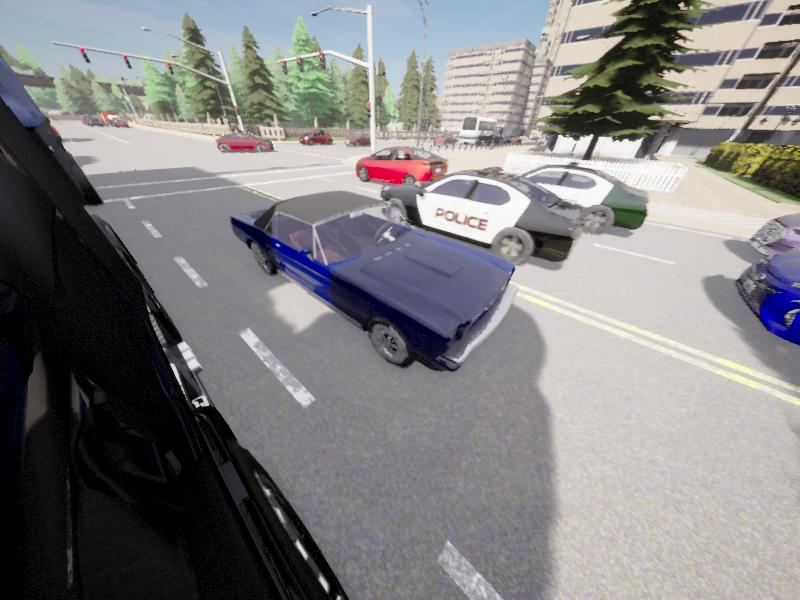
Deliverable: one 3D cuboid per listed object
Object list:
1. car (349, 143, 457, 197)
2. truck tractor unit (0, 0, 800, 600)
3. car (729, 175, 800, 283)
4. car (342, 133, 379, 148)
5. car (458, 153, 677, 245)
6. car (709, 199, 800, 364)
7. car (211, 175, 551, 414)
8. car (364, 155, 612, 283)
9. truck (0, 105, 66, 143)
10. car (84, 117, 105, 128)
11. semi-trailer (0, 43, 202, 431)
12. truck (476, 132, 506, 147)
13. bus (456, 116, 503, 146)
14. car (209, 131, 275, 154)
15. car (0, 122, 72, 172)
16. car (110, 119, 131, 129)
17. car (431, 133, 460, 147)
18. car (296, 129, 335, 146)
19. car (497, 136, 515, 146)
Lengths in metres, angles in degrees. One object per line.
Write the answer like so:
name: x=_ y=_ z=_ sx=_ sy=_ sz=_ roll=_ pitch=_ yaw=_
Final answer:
car: x=-0.032 y=-6.050 z=10.476 sx=4.514 sy=1.525 sz=2.007 roll=29 pitch=44 yaw=31
truck tractor unit: x=-2.645 y=-0.295 z=0.351 sx=6.516 sy=4.208 sz=3.053 roll=28 pitch=44 yaw=30
car: x=10.028 y=-0.703 z=3.825 sx=4.856 sy=1.649 sz=2.033 roll=28 pitch=44 yaw=30
car: x=-4.977 y=-20.694 z=29.866 sx=1.812 sy=1.442 sz=4.674 roll=28 pitch=44 yaw=30
car: x=4.701 y=-3.491 z=7.325 sx=4.974 sy=1.542 sz=2.038 roll=28 pitch=44 yaw=30
car: x=6.984 y=0.456 z=2.177 sx=4.514 sy=1.525 sz=2.007 roll=28 pitch=44 yaw=30
car: x=-0.717 y=-0.803 z=3.600 sx=4.718 sy=1.301 sz=1.895 roll=28 pitch=44 yaw=30
car: x=1.638 y=-2.383 z=5.660 sx=4.974 sy=1.542 sz=2.038 roll=28 pitch=44 yaw=30
truck: x=-33.388 y=-15.902 z=20.879 sx=5.204 sy=2.467 sz=2.627 roll=29 pitch=44 yaw=29
car: x=-63.780 y=-37.129 z=48.260 sx=3.988 sy=1.617 sz=1.851 roll=28 pitch=44 yaw=30
semi-trailer: x=-8.704 y=-3.588 z=4.242 sx=14.254 sy=4.402 sz=2.717 roll=28 pitch=44 yaw=30
truck: x=16.694 y=-29.330 z=42.169 sx=2.390 sy=2.098 sz=6.274 roll=29 pitch=44 yaw=31
bus: x=15.402 y=-32.584 z=44.651 sx=3.944 sy=4.253 sz=10.273 roll=28 pitch=44 yaw=30
car: x=-13.182 y=-13.359 z=19.618 sx=4.181 sy=1.385 sz=1.994 roll=-10 pitch=39 yaw=-16
car: x=-18.919 y=-7.871 z=11.699 sx=5.238 sy=1.638 sz=1.930 roll=28 pitch=44 yaw=30
car: x=-59.230 y=-37.393 z=48.993 sx=3.806 sy=1.475 sz=1.970 roll=28 pitch=43 yaw=30
car: x=7.487 y=-26.034 z=37.608 sx=2.152 sy=1.651 sz=5.027 roll=27 pitch=43 yaw=29
car: x=-10.481 y=-20.304 z=28.882 sx=1.851 sy=1.617 sz=3.988 roll=30 pitch=45 yaw=32
car: x=21.613 y=-32.386 z=47.075 sx=1.816 sy=1.474 sz=4.193 roll=28 pitch=44 yaw=30
